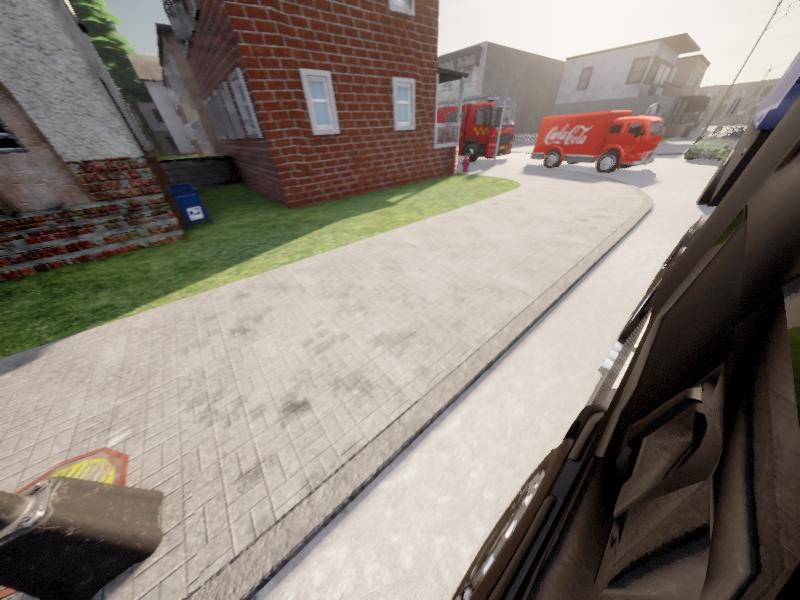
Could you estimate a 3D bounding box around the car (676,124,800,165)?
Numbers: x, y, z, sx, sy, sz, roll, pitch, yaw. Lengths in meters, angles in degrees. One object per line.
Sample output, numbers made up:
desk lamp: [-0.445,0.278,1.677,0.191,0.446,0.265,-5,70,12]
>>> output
car: [18.532,-8.617,12.739,4.514,1.525,2.007,-13,38,-13]

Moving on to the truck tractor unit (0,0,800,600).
truck tractor unit: [2.645,-0.295,0.351,6.516,4.208,3.053,-28,44,-30]

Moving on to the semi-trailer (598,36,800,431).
semi-trailer: [8.693,-3.606,4.236,14.254,4.402,2.717,-28,43,-30]

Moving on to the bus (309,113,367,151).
bus: [-10.090,-26.717,36.924,3.944,4.253,10.273,-28,43,-30]

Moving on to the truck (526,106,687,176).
truck: [10.198,-8.362,12.200,2.627,2.467,5.204,-21,40,-23]

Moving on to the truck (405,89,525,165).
truck: [4.323,-13.206,18.012,2.891,3.827,8.468,-28,43,-30]
